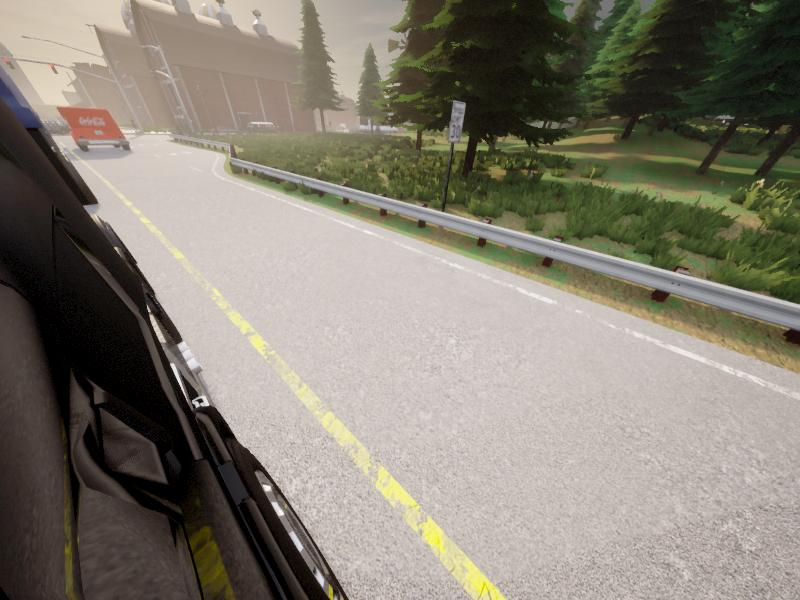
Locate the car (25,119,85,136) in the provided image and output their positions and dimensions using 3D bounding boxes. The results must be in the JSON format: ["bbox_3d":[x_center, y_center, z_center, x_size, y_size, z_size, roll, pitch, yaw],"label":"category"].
[{"bbox_3d":[-39.604,-19.966,26.736,1.994,1.385,4.181,-12,39,-19],"label":"car"}]

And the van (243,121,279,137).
[{"bbox_3d":[-23.826,-29.447,39.868,2.069,2.038,4.480,27,43,29],"label":"van"}]

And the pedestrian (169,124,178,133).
[{"bbox_3d":[-34.376,-25.964,35.042,0.500,1.100,0.500,-29,47,-35],"label":"pedestrian"}]

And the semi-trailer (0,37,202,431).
[{"bbox_3d":[-8.744,-3.573,4.182,14.254,4.402,2.717,28,43,29],"label":"semi-trailer"}]

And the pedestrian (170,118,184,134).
[{"bbox_3d":[-33.740,-26.337,34.946,0.751,1.860,0.751,30,45,32],"label":"pedestrian"}]

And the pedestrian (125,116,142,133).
[{"bbox_3d":[-36.875,-24.317,32.039,0.751,1.860,0.751,-22,43,-29],"label":"pedestrian"}]

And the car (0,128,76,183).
[{"bbox_3d":[-16.059,-6.229,9.721,4.902,1.511,2.128,27,43,29],"label":"car"}]

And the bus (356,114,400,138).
[{"bbox_3d":[-4.817,-40.444,53.910,3.944,4.253,10.273,28,43,29],"label":"bus"}]

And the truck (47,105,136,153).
[{"bbox_3d":[-22.292,-12.387,16.747,5.204,2.467,2.627,27,43,29],"label":"truck"}]

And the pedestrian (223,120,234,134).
[{"bbox_3d":[-29.331,-29.478,39.421,0.751,1.860,0.751,28,44,30],"label":"pedestrian"}]

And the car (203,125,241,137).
[{"bbox_3d":[-27.755,-26.432,36.153,1.994,1.385,4.181,27,43,29],"label":"car"}]

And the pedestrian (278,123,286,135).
[{"bbox_3d":[-23.325,-33.949,45.773,0.751,1.860,0.751,-23,44,-30],"label":"pedestrian"}]

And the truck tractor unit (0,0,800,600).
[{"bbox_3d":[-2.645,-0.295,0.351,6.516,4.208,3.053,28,44,30],"label":"truck tractor unit"}]

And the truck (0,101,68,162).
[{"bbox_3d":[-21.924,-9.537,12.957,5.204,2.467,2.627,27,43,28],"label":"truck"}]

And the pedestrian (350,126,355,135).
[{"bbox_3d":[-11.730,-41.579,56.698,0.751,1.860,0.751,29,44,31],"label":"pedestrian"}]
